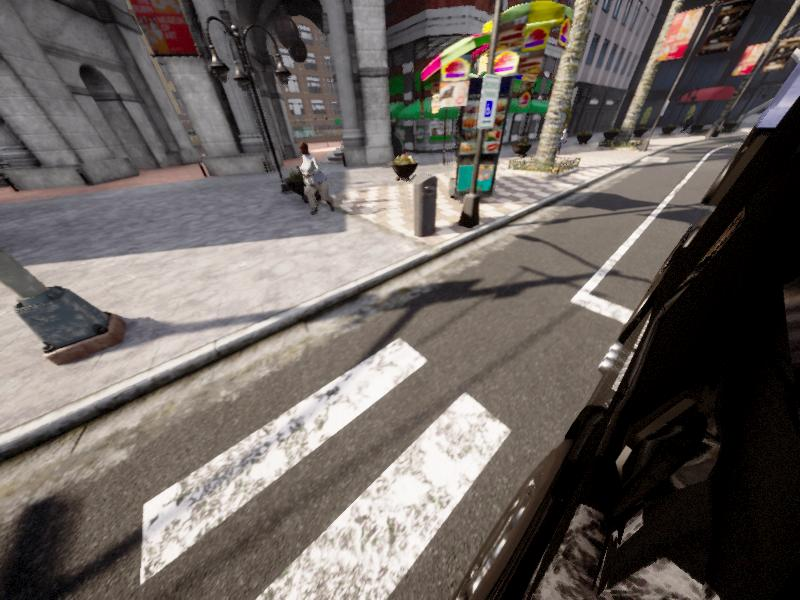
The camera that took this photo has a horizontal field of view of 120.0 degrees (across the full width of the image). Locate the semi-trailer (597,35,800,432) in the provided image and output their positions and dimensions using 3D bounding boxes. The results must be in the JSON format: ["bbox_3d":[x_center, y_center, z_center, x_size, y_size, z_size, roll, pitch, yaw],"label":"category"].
[{"bbox_3d":[8.737,-3.583,4.184,14.254,4.402,2.717,-28,44,-29],"label":"semi-trailer"}]

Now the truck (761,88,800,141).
[{"bbox_3d":[36.269,-15.697,19.061,8.468,3.827,2.891,-13,38,-13],"label":"truck"}]

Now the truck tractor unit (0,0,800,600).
[{"bbox_3d":[2.645,-0.295,0.351,6.516,4.208,3.053,-28,44,-30],"label":"truck tractor unit"}]

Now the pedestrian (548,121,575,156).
[{"bbox_3d":[10.797,-10.801,15.500,0.751,1.860,0.751,-28,44,-30],"label":"pedestrian"}]

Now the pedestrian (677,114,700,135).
[{"bbox_3d":[32.573,-19.813,26.122,0.751,1.860,0.751,-22,41,-24],"label":"pedestrian"}]

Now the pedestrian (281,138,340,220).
[{"bbox_3d":[-2.353,-3.269,6.302,0.751,1.860,0.751,16,41,24],"label":"pedestrian"}]
